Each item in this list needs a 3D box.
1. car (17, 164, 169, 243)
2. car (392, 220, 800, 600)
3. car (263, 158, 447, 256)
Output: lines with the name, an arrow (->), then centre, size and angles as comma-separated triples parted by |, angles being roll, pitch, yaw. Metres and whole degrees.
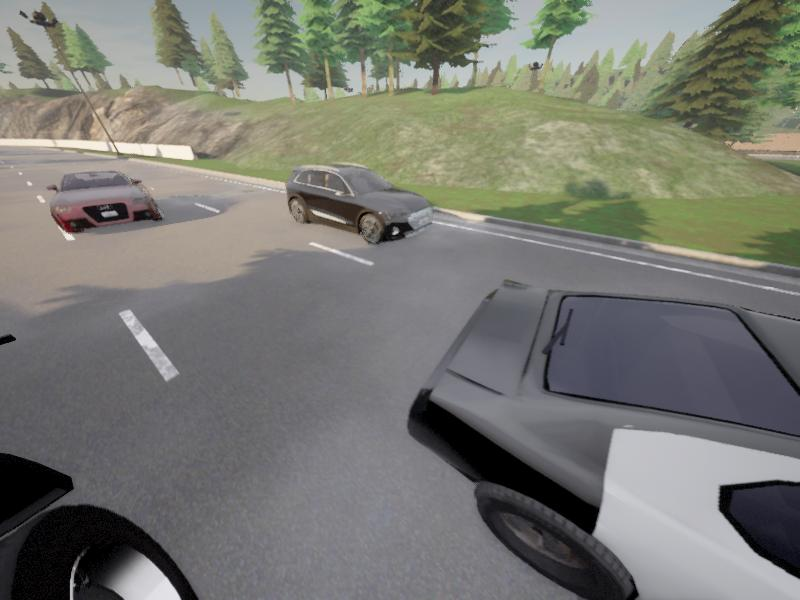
car -> -9.248, -3.295, 7.309 | 1.994, 1.385, 4.181 | -29, 45, -35
car -> 2.579, 1.121, 1.003 | 4.974, 1.542, 2.038 | 23, 41, 27
car -> -1.404, -2.995, 6.726 | 4.856, 1.649, 2.033 | 22, 41, 28
